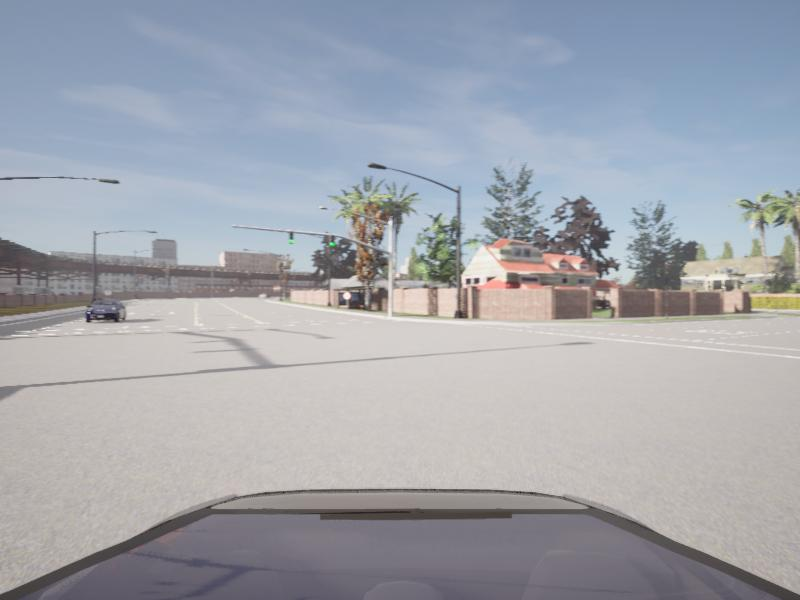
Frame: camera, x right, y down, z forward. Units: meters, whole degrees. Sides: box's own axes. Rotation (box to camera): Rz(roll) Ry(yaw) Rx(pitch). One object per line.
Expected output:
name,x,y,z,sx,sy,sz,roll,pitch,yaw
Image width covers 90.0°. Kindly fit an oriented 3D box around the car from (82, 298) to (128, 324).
car,-19.007,0.644,25.910,1.845,1.501,3.633,0,1,-27
